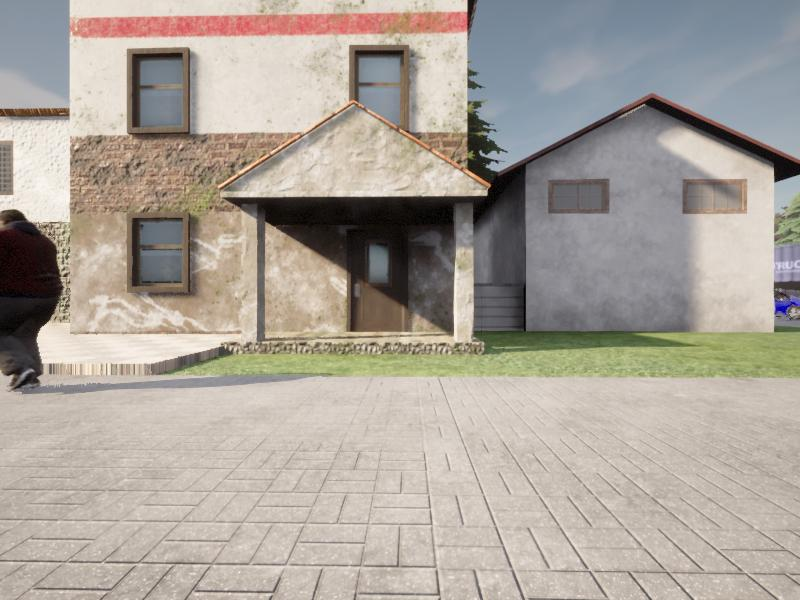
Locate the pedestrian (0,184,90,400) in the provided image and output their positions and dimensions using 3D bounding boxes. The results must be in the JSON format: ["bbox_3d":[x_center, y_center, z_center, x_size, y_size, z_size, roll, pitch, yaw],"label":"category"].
[{"bbox_3d":[-3.660,-0.067,3.853,0.751,1.860,0.751,0,0,7],"label":"pedestrian"}]

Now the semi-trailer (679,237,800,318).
[{"bbox_3d":[23.269,-1.219,24.517,2.717,4.402,14.254,0,0,2],"label":"semi-trailer"}]

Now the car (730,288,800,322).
[{"bbox_3d":[19.173,0.228,19.830,2.007,1.525,4.514,0,0,1],"label":"car"}]
